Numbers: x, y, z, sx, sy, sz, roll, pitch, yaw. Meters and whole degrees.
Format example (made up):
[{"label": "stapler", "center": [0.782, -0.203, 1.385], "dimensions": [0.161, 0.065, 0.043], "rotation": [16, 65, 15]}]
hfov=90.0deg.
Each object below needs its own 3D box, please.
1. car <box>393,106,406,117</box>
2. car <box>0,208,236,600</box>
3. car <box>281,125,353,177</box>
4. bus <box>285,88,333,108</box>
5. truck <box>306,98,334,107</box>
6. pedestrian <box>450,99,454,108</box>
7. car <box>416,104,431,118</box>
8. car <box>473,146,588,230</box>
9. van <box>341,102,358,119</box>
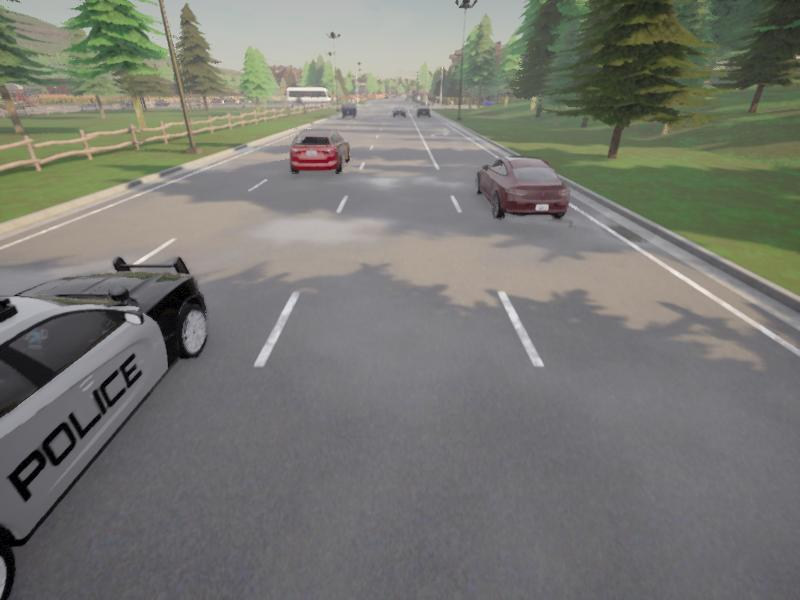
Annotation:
[{"label": "car", "center": [-0.091, -28.164, 59.791], "dimensions": [1.895, 1.301, 4.718], "rotation": [0, 27, 0]}, {"label": "car", "center": [-3.512, 0.667, 3.506], "dimensions": [1.930, 1.638, 5.238], "rotation": [0, 27, 0]}, {"label": "car", "center": [-3.533, -6.861, 18.071], "dimensions": [2.242, 1.667, 4.611], "rotation": [0, 27, 0]}, {"label": "bus", "center": [-21.496, -48.312, 95.613], "dimensions": [10.273, 4.253, 3.944], "rotation": [0, 27, 0]}, {"label": "truck", "center": [-19.795, -48.897, 99.102], "dimensions": [6.274, 2.098, 2.390], "rotation": [0, 27, 0]}, {"label": "pedestrian", "center": [12.543, -47.698, 97.008], "dimensions": [0.751, 1.860, 0.751], "rotation": [-4, 28, -8]}, {"label": "car", "center": [3.410, -28.117, 59.326], "dimensions": [1.930, 1.638, 5.238], "rotation": [0, 28, 0]}, {"label": "car", "center": [3.476, -3.471, 11.751], "dimensions": [1.812, 1.442, 4.674], "rotation": [0, 27, 0]}, {"label": "van", "center": [-7.086, -26.763, 56.317], "dimensions": [1.775, 1.987, 4.442], "rotation": [0, 27, 0]}]
